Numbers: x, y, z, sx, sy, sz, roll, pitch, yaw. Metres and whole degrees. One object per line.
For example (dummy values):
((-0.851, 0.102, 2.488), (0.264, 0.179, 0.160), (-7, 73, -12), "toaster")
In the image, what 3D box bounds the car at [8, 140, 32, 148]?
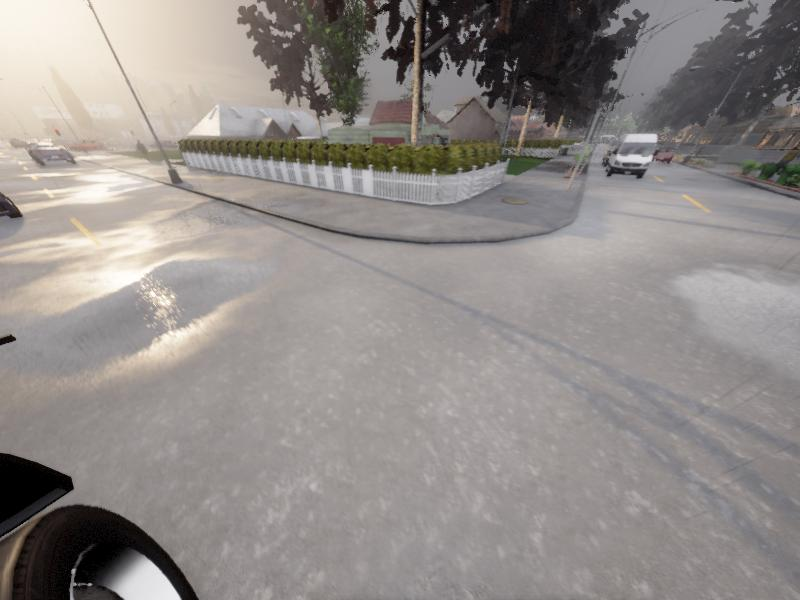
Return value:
((-78.489, -32.247, 47.682), (4.181, 1.385, 1.994), (21, 40, 27), "car")

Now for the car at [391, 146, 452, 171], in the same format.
((1.557, -10.918, 17.748), (4.181, 1.381, 1.994), (22, 41, 28), "car")

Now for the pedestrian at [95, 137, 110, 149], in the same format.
((-54.308, -28.642, 42.135), (0.751, 1.860, 0.751), (-19, 40, -25), "pedestrian")

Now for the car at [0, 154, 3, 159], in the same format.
((-47.497, -16.925, 26.122), (4.514, 1.525, 2.007), (24, 41, 29), "car")

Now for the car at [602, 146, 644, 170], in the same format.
((21.266, -13.807, 22.262), (2.152, 1.651, 5.027), (22, 41, 28), "car")

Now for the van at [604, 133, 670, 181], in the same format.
((16.875, -10.577, 16.860), (1.988, 2.561, 5.915), (22, 41, 28), "van")

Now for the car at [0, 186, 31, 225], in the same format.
((-14.372, -3.388, 7.122), (4.611, 1.667, 2.242), (20, 40, 25), "car")

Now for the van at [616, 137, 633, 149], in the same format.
((60.743, -42.577, 62.569), (1.988, 2.561, 5.915), (22, 41, 28), "van")

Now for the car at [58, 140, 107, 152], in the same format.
((-53.922, -26.305, 39.354), (2.007, 1.525, 4.514), (18, 39, 24), "car")

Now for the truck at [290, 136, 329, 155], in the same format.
((-12.779, -22.045, 32.923), (2.069, 2.038, 4.478), (22, 41, 28), "truck")

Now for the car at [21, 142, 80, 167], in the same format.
((-32.275, -13.495, 21.321), (5.027, 1.651, 2.152), (22, 41, 28), "car")

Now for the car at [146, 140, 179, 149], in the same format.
((-47.955, -31.463, 46.764), (1.816, 1.474, 4.193), (22, 41, 28), "car")

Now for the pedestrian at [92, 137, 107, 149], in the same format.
((-54.894, -28.703, 42.202), (0.751, 1.860, 0.751), (20, 40, 25), "pedestrian")

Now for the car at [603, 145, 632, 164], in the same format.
((25.375, -17.166, 27.098), (1.801, 1.575, 5.366), (22, 41, 28), "car")

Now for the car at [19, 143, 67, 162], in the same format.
((-38.095, -15.832, 24.656), (4.974, 1.542, 2.038), (22, 41, 28), "car")

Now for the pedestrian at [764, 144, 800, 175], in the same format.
((27.866, -10.107, 16.653), (0.751, 1.860, 0.751), (22, 41, 28), "pedestrian")

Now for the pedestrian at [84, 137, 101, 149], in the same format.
((-55.164, -28.196, 41.480), (0.751, 1.860, 0.751), (2, 35, 2), "pedestrian")

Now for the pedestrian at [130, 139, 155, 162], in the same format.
((-25.110, -14.627, 22.562), (0.751, 1.860, 0.751), (-18, 39, -24), "pedestrian")
